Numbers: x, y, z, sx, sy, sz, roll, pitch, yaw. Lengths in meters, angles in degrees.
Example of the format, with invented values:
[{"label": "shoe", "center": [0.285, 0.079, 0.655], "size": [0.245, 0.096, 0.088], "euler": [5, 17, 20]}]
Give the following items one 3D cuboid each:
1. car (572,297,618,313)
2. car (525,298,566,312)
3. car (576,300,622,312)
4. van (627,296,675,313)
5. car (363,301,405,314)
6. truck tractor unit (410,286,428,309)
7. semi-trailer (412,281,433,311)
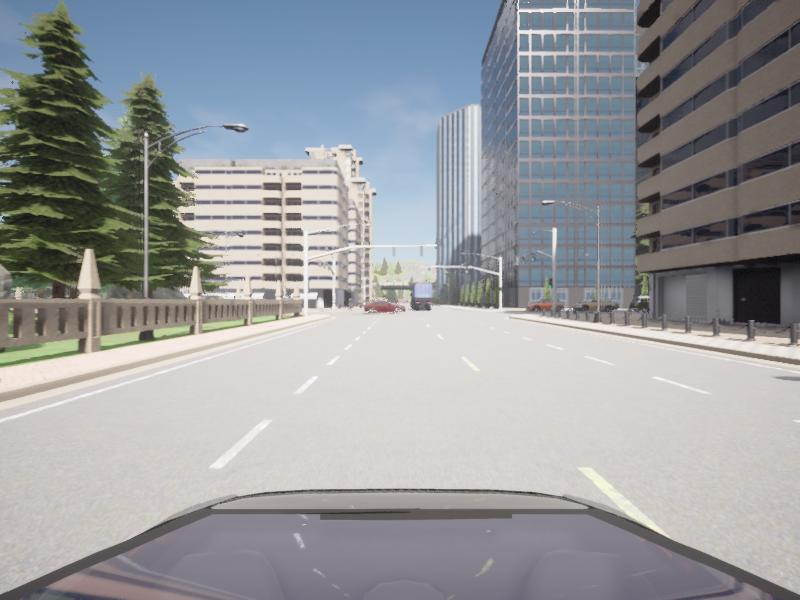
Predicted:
[{"label": "car", "center": [23.515, 0.616, 48.388], "size": [4.605, 1.855, 1.932], "euler": [0, 0, 0]}, {"label": "car", "center": [18.828, 0.660, 51.931], "size": [4.553, 1.767, 2.097], "euler": [0, 0, 1]}, {"label": "car", "center": [25.779, 0.801, 51.875], "size": [4.902, 1.511, 2.128], "euler": [0, 0, 0]}, {"label": "van", "center": [30.304, 0.535, 48.348], "size": [4.480, 2.038, 2.069], "euler": [0, 0, 0]}, {"label": "car", "center": [-1.744, 0.865, 45.036], "size": [4.674, 1.442, 1.812], "euler": [0, 0, 0]}, {"label": "truck tractor unit", "center": [3.508, -0.491, 74.898], "size": [3.053, 4.208, 6.516], "euler": [0, 0, 0]}, {"label": "semi-trailer", "center": [3.506, -0.591, 66.983], "size": [2.717, 4.402, 14.254], "euler": [0, 0, 0]}]
